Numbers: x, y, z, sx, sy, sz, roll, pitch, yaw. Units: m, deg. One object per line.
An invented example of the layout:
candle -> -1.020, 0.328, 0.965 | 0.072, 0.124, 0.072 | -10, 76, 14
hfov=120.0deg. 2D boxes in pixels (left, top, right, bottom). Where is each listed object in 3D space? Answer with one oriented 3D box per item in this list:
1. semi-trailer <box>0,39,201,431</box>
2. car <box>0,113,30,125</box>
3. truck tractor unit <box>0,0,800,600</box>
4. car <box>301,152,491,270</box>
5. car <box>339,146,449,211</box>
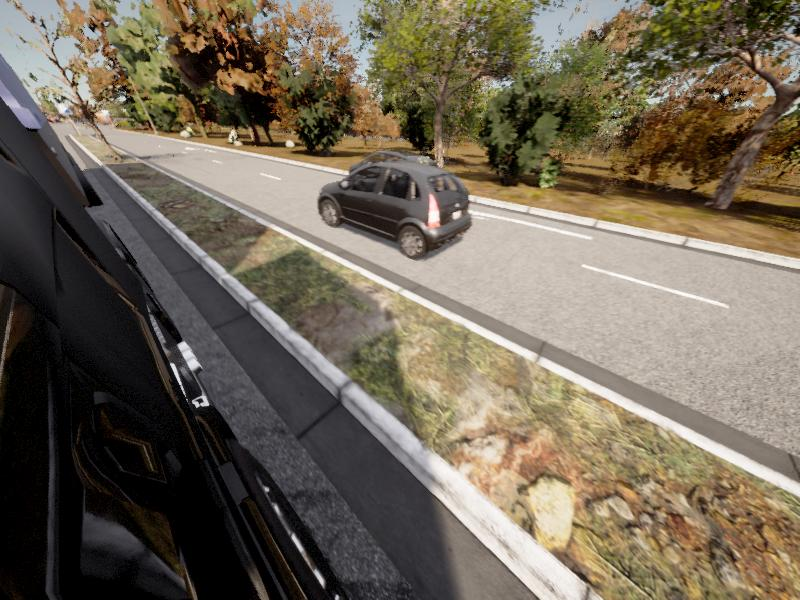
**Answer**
semi-trailer -> -8.701, -3.590, 4.245 | 14.254, 4.402, 2.717 | 28, 43, 30
car -> -84.644, -38.932, 49.761 | 1.878, 1.987, 4.442 | 17, 40, 20
truck tractor unit -> -2.645, -0.295, 0.351 | 6.516, 4.208, 3.053 | 28, 44, 30
car -> -0.293, -2.445, 5.606 | 3.988, 1.617, 1.851 | 28, 43, 30
car -> -0.338, -4.770, 8.793 | 3.705, 1.549, 1.789 | 28, 43, 30
